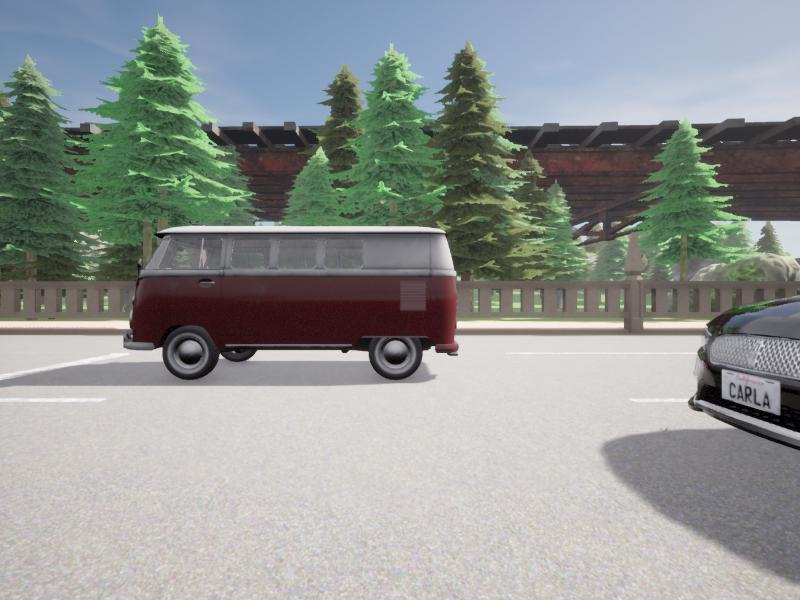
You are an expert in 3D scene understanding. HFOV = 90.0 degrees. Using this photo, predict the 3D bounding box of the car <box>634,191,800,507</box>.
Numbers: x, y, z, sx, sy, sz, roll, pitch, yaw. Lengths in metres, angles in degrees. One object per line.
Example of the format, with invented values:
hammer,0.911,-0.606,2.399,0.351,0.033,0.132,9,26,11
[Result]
car,4.363,0.237,2.200,4.902,1.511,2.128,0,0,0

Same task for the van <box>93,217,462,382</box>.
van,-1.470,-0.002,5.700,4.442,1.987,1.775,0,0,0
